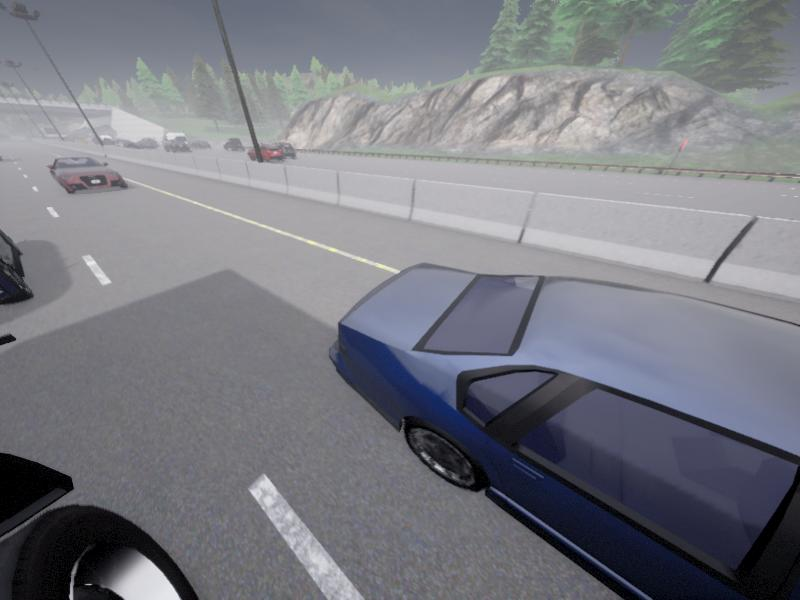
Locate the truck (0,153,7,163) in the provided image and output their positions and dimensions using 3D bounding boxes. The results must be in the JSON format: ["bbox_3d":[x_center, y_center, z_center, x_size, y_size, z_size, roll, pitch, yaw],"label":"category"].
[{"bbox_3d":[-40.170,-14.287,21.558,5.204,2.467,2.627,22,41,28],"label":"truck"}]

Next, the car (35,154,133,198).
[{"bbox_3d":[-15.485,-6.210,11.341,4.181,1.385,1.994,22,41,28],"label":"car"}]

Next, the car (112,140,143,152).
[{"bbox_3d":[-46.312,-26.271,39.277,4.974,1.542,2.038,23,41,27],"label":"car"}]

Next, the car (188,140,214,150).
[{"bbox_3d":[-39.605,-30.920,45.936,4.902,1.511,2.128,22,41,28],"label":"car"}]

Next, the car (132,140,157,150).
[{"bbox_3d":[-49.210,-29.857,44.454,4.181,1.385,1.994,22,41,28],"label":"car"}]

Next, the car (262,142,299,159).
[{"bbox_3d":[-14.617,-18.280,28.227,3.988,1.617,1.851,22,41,28],"label":"car"}]

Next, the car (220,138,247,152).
[{"bbox_3d":[-28.500,-26.536,39.519,3.866,1.878,1.905,22,41,28],"label":"car"}]

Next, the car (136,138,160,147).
[{"bbox_3d":[-57.176,-35.704,52.383,4.611,1.667,2.242,22,41,28],"label":"car"}]

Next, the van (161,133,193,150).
[{"bbox_3d":[-42.047,-29.877,43.544,5.915,2.561,1.988,22,41,28],"label":"van"}]

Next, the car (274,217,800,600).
[{"bbox_3d":[1.890,0.884,1.462,5.357,1.411,2.033,22,41,28],"label":"car"}]

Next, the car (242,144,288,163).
[{"bbox_3d":[-14.400,-15.652,24.580,4.514,1.525,2.007,23,41,28],"label":"car"}]

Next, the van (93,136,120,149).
[{"bbox_3d":[-58.720,-31.555,46.174,4.480,2.038,2.069,22,41,28],"label":"van"}]

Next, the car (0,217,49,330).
[{"bbox_3d":[-7.981,-0.792,3.527,4.856,1.649,2.033,22,41,28],"label":"car"}]

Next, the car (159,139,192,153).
[{"bbox_3d":[-35.425,-24.396,36.502,4.553,1.767,2.097,22,41,28],"label":"car"}]
